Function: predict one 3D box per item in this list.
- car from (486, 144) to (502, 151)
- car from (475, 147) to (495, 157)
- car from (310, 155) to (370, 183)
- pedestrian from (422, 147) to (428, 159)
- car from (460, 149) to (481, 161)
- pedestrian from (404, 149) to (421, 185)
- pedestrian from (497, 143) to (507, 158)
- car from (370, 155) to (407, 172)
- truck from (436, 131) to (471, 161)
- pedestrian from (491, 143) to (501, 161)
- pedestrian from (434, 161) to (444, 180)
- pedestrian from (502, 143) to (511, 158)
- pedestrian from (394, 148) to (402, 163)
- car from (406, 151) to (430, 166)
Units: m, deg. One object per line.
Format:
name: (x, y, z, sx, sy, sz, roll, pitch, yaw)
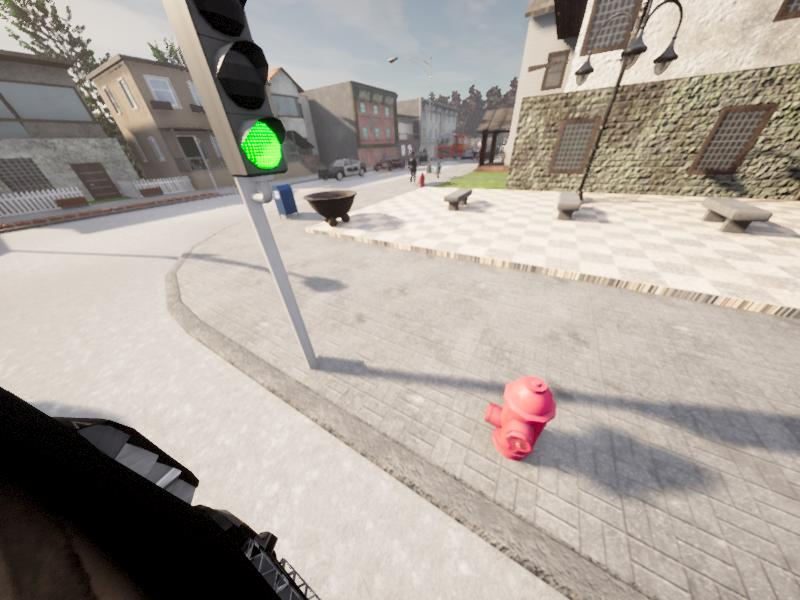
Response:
car: (26.829, -43.478, 66.013, 2.163, 1.488, 4.792, -5, 34, -3)
car: (15.922, -27.628, 43.065, 2.033, 1.411, 5.357, 16, 38, 26)
car: (-5.081, -11.668, 20.439, 1.930, 1.638, 5.238, 15, 38, 25)
pedestrian: (4.461, -26.627, 41.796, 0.751, 1.860, 0.751, -29, 41, -33)
car: (11.192, -22.991, 36.472, 1.994, 1.385, 4.181, 16, 38, 26)
pedestrian: (0.785, -8.234, 14.362, 0.751, 1.860, 0.751, 13, 37, 22)
pedestrian: (15.067, -22.126, 34.156, 0.751, 1.860, 0.751, 19, 40, 30)
car: (-1.179, -15.281, 25.823, 1.994, 1.385, 4.181, 16, 38, 26)
truck: (9.234, -26.523, 39.727, 2.891, 3.827, 8.468, 16, 38, 26)
pedestrian: (11.990, -18.409, 28.831, 0.751, 1.860, 0.751, 18, 39, 28)
pedestrian: (2.717, -9.106, 16.227, 0.500, 1.100, 0.500, 17, 39, 27)
pedestrian: (15.473, -21.783, 33.641, 0.751, 1.860, 0.751, 16, 38, 26)
pedestrian: (-0.304, -22.045, 35.266, 0.751, 1.860, 0.751, 17, 39, 28)
car: (2.451, -18.892, 30.815, 1.789, 1.549, 3.705, 16, 38, 26)
